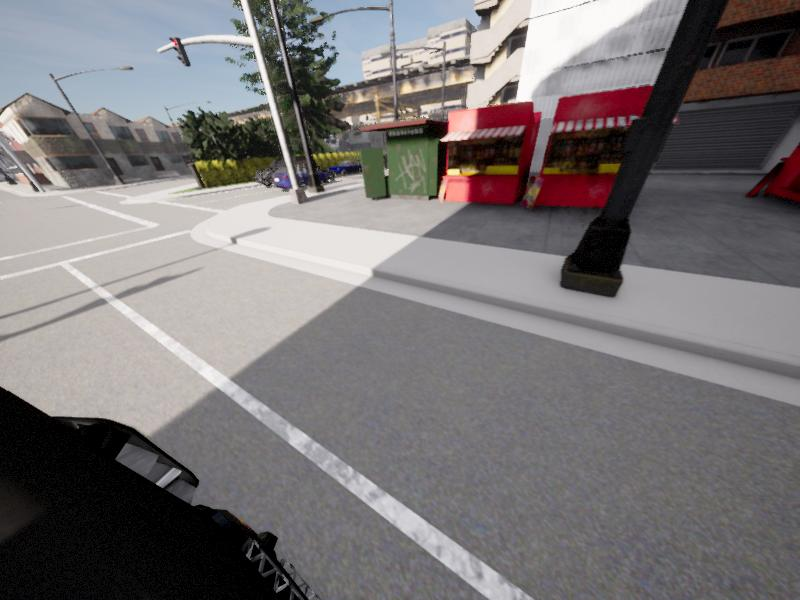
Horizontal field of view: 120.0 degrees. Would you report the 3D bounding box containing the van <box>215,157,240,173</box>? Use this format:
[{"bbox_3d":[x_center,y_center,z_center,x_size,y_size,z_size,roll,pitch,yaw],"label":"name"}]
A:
[{"bbox_3d":[-37.293,-29.336,50.089,1.988,2.561,5.915,-11,34,-11],"label":"van"}]

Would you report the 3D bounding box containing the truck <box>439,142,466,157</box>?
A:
[{"bbox_3d":[11.654,-33.625,51.737,5.204,2.467,2.627,15,38,26],"label":"truck"}]

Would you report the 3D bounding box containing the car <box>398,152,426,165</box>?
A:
[{"bbox_3d":[1.960,-21.930,35.745,2.163,1.488,4.792,15,38,27],"label":"car"}]

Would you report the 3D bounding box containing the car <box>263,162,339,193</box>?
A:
[{"bbox_3d":[-7.146,-9.258,17.292,2.163,1.488,4.792,16,38,27],"label":"car"}]

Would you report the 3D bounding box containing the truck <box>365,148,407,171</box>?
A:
[{"bbox_3d":[-1.660,-18.625,30.493,2.390,2.098,6.274,16,38,27],"label":"truck"}]

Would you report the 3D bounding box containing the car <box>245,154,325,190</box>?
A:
[{"bbox_3d":[-9.437,-10.977,19.635,2.150,2.045,5.566,15,38,27],"label":"car"}]

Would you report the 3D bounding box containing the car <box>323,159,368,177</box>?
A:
[{"bbox_3d":[-5.721,-14.300,25.026,1.895,1.301,4.718,15,38,27],"label":"car"}]
